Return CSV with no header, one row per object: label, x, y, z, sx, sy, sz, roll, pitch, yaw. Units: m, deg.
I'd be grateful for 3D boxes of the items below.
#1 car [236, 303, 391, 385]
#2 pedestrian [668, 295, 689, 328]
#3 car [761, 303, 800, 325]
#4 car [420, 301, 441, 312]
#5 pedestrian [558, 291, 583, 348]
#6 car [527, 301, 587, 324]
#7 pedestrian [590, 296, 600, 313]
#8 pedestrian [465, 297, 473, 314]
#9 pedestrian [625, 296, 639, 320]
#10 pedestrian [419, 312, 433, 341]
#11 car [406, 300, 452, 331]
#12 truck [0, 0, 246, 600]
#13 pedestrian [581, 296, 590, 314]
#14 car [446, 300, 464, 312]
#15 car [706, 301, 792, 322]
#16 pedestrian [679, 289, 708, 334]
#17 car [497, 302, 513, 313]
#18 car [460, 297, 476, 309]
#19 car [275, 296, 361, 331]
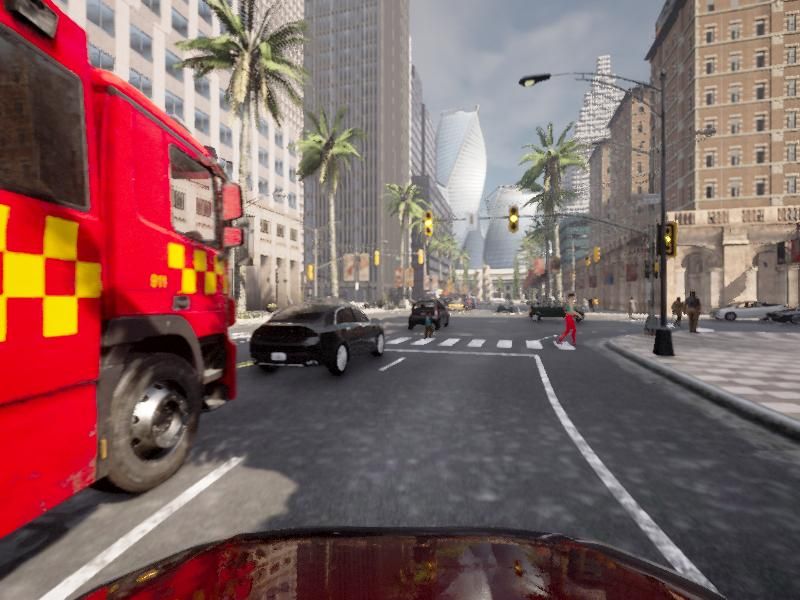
car,-1.764,0.844,10.059,1.837,1.490,4.892,0,0,14
pedestrian,16.163,0.642,23.263,0.751,1.860,0.751,0,0,9
car,27.649,0.903,26.395,5.357,1.411,2.033,0,0,16
car,4.434,0.837,57.798,2.128,1.511,4.902,0,0,16
pedestrian,5.810,0.639,13.670,0.751,1.860,0.751,0,0,22
car,11.250,0.818,28.787,3.705,1.549,1.789,0,0,35
pedestrian,21.237,0.491,43.637,0.751,1.860,0.751,0,0,3
pedestrian,7.930,0.639,45.982,0.751,1.860,0.751,0,0,21
pedestrian,18.670,0.643,32.208,0.751,1.860,0.751,0,0,13
pedestrian,1.046,1.018,15.764,0.500,1.100,0.500,0,0,10
car,1.735,0.789,22.989,1.851,1.617,3.988,0,0,16
truck,-3.352,-0.322,0.849,2.891,3.827,8.468,0,0,-1
pedestrian,19.308,0.491,41.665,0.751,1.860,0.751,0,0,37
car,7.863,0.803,57.060,1.801,1.575,5.366,0,0,16
car,26.322,0.837,30.377,4.514,1.525,2.007,0,0,16
pedestrian,12.669,0.489,17.271,0.751,1.860,0.751,0,0,-30
car,13.951,0.911,52.889,1.994,1.385,4.181,0,0,16
car,12.461,0.576,73.082,2.150,2.045,5.566,0,0,16
car,-4.565,0.692,22.864,2.097,1.767,4.553,0,0,37
